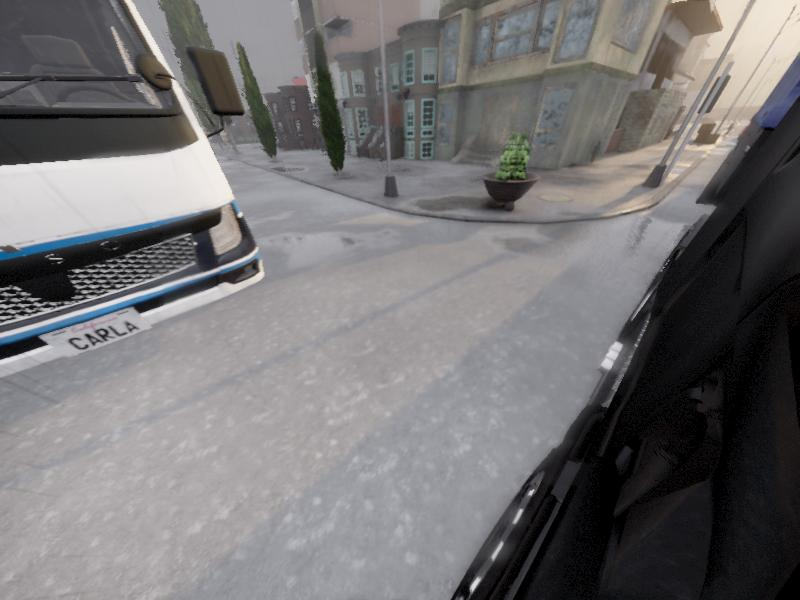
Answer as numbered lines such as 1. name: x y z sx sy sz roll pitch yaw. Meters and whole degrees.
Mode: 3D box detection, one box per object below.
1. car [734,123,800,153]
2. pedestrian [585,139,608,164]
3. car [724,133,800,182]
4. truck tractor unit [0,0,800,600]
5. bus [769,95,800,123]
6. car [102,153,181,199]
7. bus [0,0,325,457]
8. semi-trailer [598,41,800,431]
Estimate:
1. car: 24.833 -10.970 15.613 4.181 1.385 1.994 -28 44 -30
2. pedestrian: 10.895 -8.240 12.828 0.500 1.100 0.500 -28 44 -30
3. car: 16.135 -6.295 9.972 4.718 1.301 1.895 -28 44 -30
4. truck tractor unit: 2.645 -0.295 0.351 6.516 4.208 3.053 -28 44 -30
5. bus: 81.190 -39.202 47.410 10.273 4.253 3.944 -28 44 -30
6. car: -12.980 -6.484 11.827 1.970 1.475 3.806 -28 44 -30
7. bus: -6.090 -3.005 4.471 3.944 4.253 10.273 -29 44 -31
8. semi-trailer: 8.693 -3.606 4.237 14.254 4.402 2.717 -28 44 -30
